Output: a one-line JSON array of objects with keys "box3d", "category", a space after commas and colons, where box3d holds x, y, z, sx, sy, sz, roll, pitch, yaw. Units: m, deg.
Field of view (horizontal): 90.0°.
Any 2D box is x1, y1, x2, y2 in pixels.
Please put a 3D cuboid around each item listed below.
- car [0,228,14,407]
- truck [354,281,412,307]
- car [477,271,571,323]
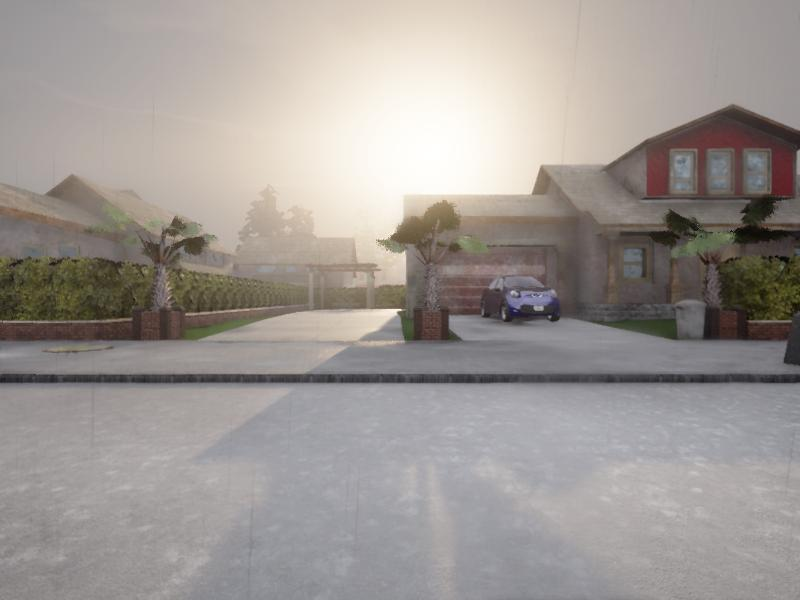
[{"box3d": [-6.044, 0.162, 2.757, 4.611, 1.667, 2.242, 0, 0, 0], "category": "car"}, {"box3d": [-2.478, -0.918, 60.272, 8.468, 3.827, 2.891, 0, 0, 0], "category": "truck"}, {"box3d": [3.891, -0.084, 13.247, 1.845, 1.501, 3.633, 0, 0, -3], "category": "car"}]
